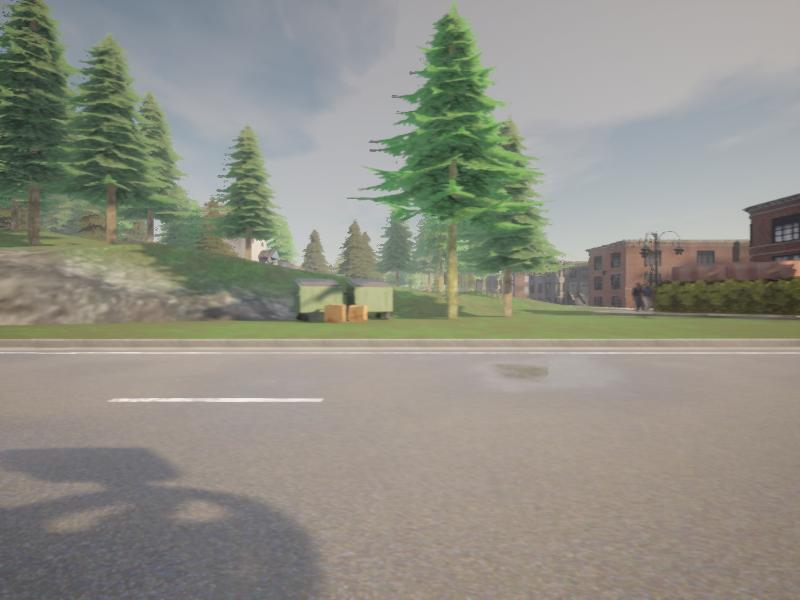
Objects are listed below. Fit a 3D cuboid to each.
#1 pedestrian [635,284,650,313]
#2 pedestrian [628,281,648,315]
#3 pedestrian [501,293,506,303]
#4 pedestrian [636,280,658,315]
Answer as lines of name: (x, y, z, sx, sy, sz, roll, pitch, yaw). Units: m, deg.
pedestrian: (15.896, -0.121, 26.195, 0.751, 1.860, 0.751, 0, 0, 40)
pedestrian: (13.436, -0.120, 22.594, 0.751, 1.860, 0.751, 0, 0, 4)
pedestrian: (20.307, -0.383, 78.611, 0.751, 1.860, 0.751, 0, 0, 0)
pedestrian: (13.476, -0.120, 21.843, 0.751, 1.860, 0.751, 0, 0, -1)
